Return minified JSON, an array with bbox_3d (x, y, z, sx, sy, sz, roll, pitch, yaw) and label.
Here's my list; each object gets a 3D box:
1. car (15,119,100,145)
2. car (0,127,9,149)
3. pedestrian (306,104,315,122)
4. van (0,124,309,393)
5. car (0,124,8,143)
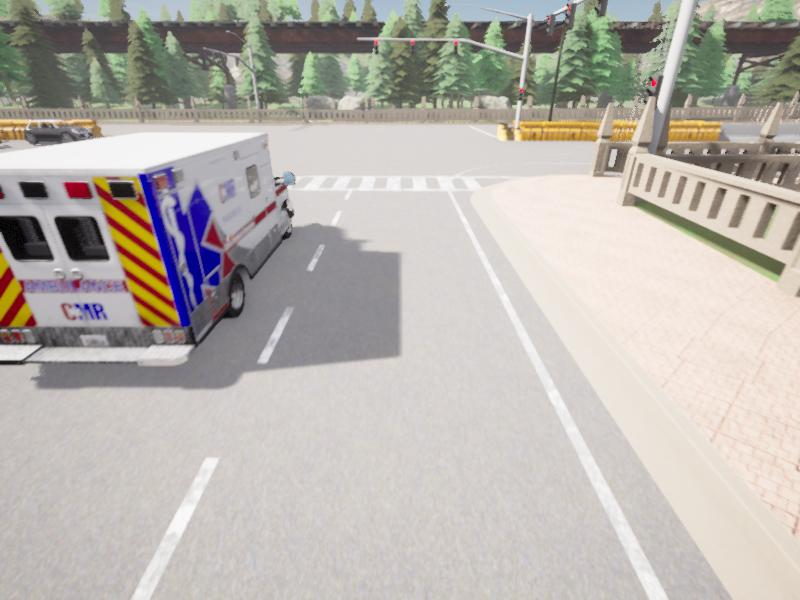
[{"bbox_3d":[-23.450,-11.571,27.515,3.806,1.475,1.970,0,27,0],"label":"car"},{"bbox_3d":[-27.775,-9.952,24.431,5.357,1.411,2.033,0,27,0],"label":"car"},{"bbox_3d":[-10.575,-22.087,47.273,0.751,1.860,0.751,1,27,1],"label":"pedestrian"},{"bbox_3d":[-3.500,-1.477,6.850,2.351,2.431,6.366,0,27,0],"label":"van"},{"bbox_3d":[-30.161,-11.451,27.374,4.181,1.385,1.994,-1,27,-2],"label":"car"}]
